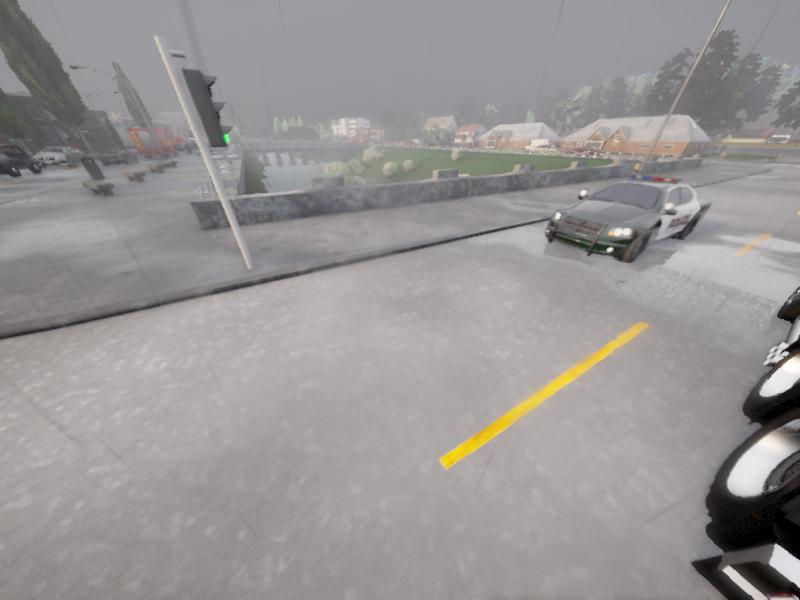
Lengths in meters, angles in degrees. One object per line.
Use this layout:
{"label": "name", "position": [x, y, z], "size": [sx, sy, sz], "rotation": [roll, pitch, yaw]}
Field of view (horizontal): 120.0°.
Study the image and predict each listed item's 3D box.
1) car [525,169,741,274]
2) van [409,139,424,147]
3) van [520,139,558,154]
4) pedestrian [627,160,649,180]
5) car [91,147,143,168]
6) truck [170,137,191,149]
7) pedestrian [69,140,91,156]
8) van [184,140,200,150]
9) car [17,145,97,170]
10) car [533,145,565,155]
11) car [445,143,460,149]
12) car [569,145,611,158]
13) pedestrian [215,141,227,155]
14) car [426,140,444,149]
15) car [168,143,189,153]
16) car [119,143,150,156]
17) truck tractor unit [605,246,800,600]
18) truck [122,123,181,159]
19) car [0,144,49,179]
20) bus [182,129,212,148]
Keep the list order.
{"label": "car", "position": [6.086, -2.365, 6.106], "size": [4.974, 1.542, 2.038], "rotation": [-18, 39, -24]}
{"label": "van", "position": [5.970, -56.982, 83.822], "size": [2.351, 2.431, 6.366], "rotation": [-17, 39, -24]}
{"label": "van", "position": [29.379, -32.793, 49.239], "size": [2.351, 2.431, 6.366], "rotation": [-17, 39, -24]}
{"label": "pedestrian", "position": [15.989, -8.778, 15.554], "size": [0.500, 1.100, 0.500], "rotation": [-18, 39, -24]}
{"label": "car", "position": [-27.782, -14.171, 22.868], "size": [1.816, 1.474, 4.193], "rotation": [-18, 39, -24]}
{"label": "truck", "position": [-59.832, -42.948, 63.113], "size": [2.627, 2.467, 5.204], "rotation": [-17, 39, -24]}
{"label": "pedestrian", "position": [-45.240, -21.472, 32.666], "size": [0.751, 1.860, 0.751], "rotation": [-9, 36, -13]}
{"label": "van", "position": [-50.414, -37.731, 56.111], "size": [1.775, 1.987, 4.442], "rotation": [-17, 39, -24]}
{"label": "car", "position": [-31.492, -13.348, 21.527], "size": [2.152, 1.651, 5.027], "rotation": [-17, 39, -24]}
{"label": "car", "position": [28.366, -28.752, 44.211], "size": [2.007, 1.525, 4.514], "rotation": [-17, 39, -24]}
{"label": "car", "position": [15.776, -46.446, 69.594], "size": [1.816, 1.474, 4.193], "rotation": [-17, 39, -24]}
{"label": "car", "position": [31.936, -25.104, 38.986], "size": [1.882, 1.535, 5.008], "rotation": [-17, 38, -23]}
{"label": "pedestrian", "position": [-28.663, -24.371, 36.963], "size": [0.751, 1.860, 0.751], "rotation": [-5, 35, -8]}
{"label": "car", "position": [10.574, -47.348, 70.356], "size": [2.150, 2.045, 5.566], "rotation": [-17, 39, -24]}
{"label": "car", "position": [-42.130, -28.955, 44.009], "size": [1.816, 1.474, 4.193], "rotation": [-17, 39, -24]}
{"label": "car", "position": [-41.365, -23.522, 36.090], "size": [1.851, 1.617, 3.988], "rotation": [-17, 39, -24]}
{"label": "truck tractor unit", "position": [5.079, -0.332, 0.825], "size": [6.516, 4.208, 3.053], "rotation": [-20, 40, -26]}
{"label": "truck", "position": [-35.514, -23.104, 33.592], "size": [2.891, 3.827, 8.468], "rotation": [-17, 39, -24]}
{"label": "car", "position": [-27.878, -9.734, 16.125], "size": [1.905, 1.878, 3.866], "rotation": [-17, 39, -23]}
{"label": "bus", "position": [-57.900, -46.256, 66.317], "size": [3.944, 4.253, 10.273], "rotation": [-17, 39, -24]}
